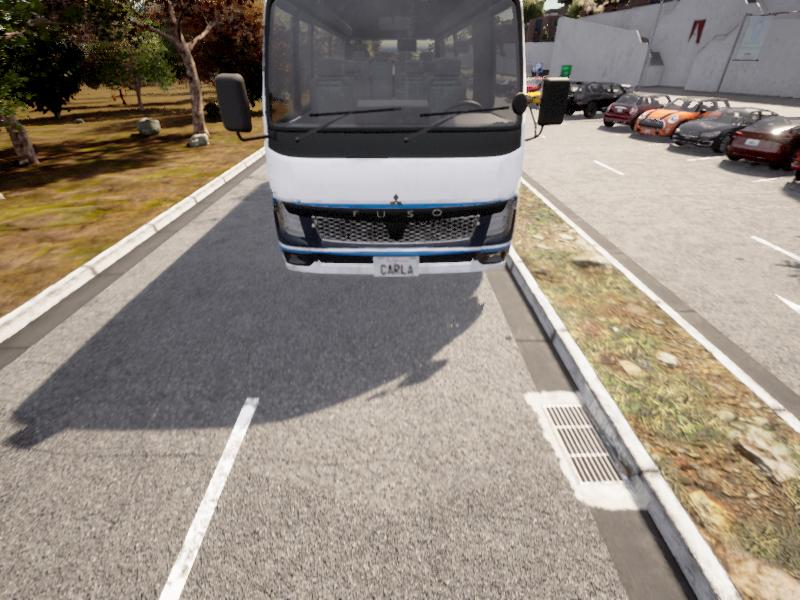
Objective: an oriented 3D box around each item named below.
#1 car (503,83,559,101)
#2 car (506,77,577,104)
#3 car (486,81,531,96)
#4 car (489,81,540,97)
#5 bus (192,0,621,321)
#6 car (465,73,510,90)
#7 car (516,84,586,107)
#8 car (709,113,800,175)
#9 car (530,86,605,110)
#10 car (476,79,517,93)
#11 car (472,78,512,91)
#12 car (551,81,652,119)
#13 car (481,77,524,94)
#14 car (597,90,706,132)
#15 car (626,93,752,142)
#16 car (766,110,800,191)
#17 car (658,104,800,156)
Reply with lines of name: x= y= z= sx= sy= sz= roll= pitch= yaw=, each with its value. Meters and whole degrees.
car: x=12.930 y=-20.600 z=39.572 sx=4.792 sy=1.488 sz=2.163 roll=-10 pitch=32 yaw=-19
car: x=12.995 y=-19.335 z=36.834 sx=5.566 sy=2.045 sz=2.435 roll=-10 pitch=32 yaw=-19
car: x=12.779 y=-25.116 z=47.376 sx=4.674 sy=1.452 sz=2.002 roll=-10 pitch=32 yaw=-19
car: x=12.829 y=-23.644 z=44.761 sx=5.008 sy=1.535 sz=2.097 roll=-10 pitch=32 yaw=-19
bus: x=-0.018 y=-4.170 z=8.795 sx=3.944 sy=4.253 sz=10.273 roll=-1 pitch=30 yaw=-1
car: x=12.565 y=-31.438 z=57.604 sx=5.566 sy=2.045 sz=2.435 roll=-11 pitch=32 yaw=-18
car: x=12.903 y=-17.587 z=34.317 sx=5.366 sy=1.575 sz=1.946 roll=-10 pitch=32 yaw=-19
car: x=13.580 y=-5.460 z=13.705 sx=4.792 sy=1.488 sz=2.163 roll=-10 pitch=32 yaw=-18
car: x=13.308 y=-16.143 z=31.850 sx=5.366 sy=1.575 sz=1.946 roll=-10 pitch=32 yaw=-19
car: x=12.660 y=-28.135 z=52.559 sx=4.674 sy=1.452 sz=2.002 roll=-10 pitch=33 yaw=-18
car: x=12.622 y=-29.677 z=55.162 sx=4.792 sy=1.488 sz=2.163 roll=-10 pitch=32 yaw=-18
car: x=13.282 y=-13.307 z=26.497 sx=5.566 sy=2.045 sz=2.435 roll=-10 pitch=32 yaw=-18
car: x=12.749 y=-26.774 z=49.894 sx=4.553 sy=1.767 sz=2.185 roll=-10 pitch=32 yaw=-19
car: x=13.346 y=-10.150 z=21.361 sx=4.553 sy=1.767 sz=2.185 roll=-10 pitch=32 yaw=-18
car: x=13.468 y=-8.637 z=18.790 sx=4.553 sy=1.767 sz=2.185 roll=-10 pitch=33 yaw=-19
car: x=13.642 y=-4.175 z=10.977 sx=5.566 sy=2.045 sz=2.435 roll=-11 pitch=32 yaw=-18
car: x=13.502 y=-7.000 z=16.261 sx=4.892 sy=1.521 sz=2.231 roll=-10 pitch=33 yaw=-18
